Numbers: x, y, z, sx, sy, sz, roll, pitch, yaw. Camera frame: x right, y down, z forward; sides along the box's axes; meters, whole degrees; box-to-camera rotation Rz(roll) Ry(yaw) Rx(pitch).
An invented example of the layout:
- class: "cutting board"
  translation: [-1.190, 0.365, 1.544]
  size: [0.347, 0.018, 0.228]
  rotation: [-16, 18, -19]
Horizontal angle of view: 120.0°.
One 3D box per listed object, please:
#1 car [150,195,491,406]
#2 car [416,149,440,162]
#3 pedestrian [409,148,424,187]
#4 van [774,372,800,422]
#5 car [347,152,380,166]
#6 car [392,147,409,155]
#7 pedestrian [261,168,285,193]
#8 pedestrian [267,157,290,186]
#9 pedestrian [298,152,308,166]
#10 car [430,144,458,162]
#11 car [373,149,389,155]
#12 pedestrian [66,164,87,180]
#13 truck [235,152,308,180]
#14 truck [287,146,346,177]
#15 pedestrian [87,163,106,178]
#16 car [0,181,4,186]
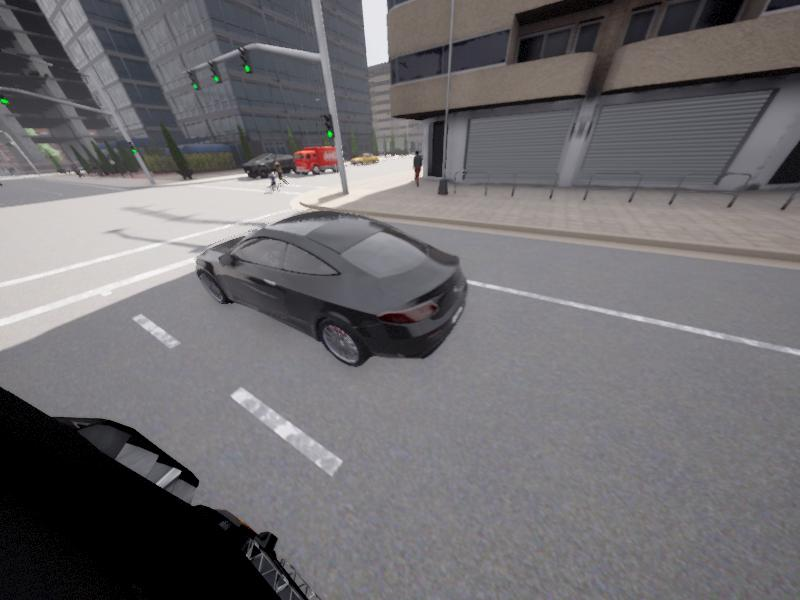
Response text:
- class: "car"
  translation: [-1.344, -0.568, 3.582]
  size: [4.674, 1.442, 1.812]
  rotation: [16, 38, 26]
- class: "car"
  translation: [4.747, -24.151, 38.491]
  size: [2.038, 1.542, 4.974]
  rotation: [16, 38, 26]
- class: "pedestrian"
  translation: [0.960, -7.601, 13.281]
  size: [0.751, 1.860, 0.751]
  rotation: [-3, 34, -1]
- class: "van"
  translation: [5.147, 1.071, 0.145]
  size: [4.442, 1.987, 1.775]
  rotation: [16, 38, 26]
- class: "car"
  translation: [-5.465, -21.710, 35.546]
  size: [1.801, 1.575, 5.366]
  rotation: [18, 39, 28]
- class: "car"
  translation: [0.119, -42.766, 66.491]
  size: [4.553, 1.767, 2.097]
  rotation: [17, 38, 27]
- class: "pedestrian"
  translation: [-8.240, -7.774, 15.016]
  size: [0.751, 1.300, 0.751]
  rotation: [15, 38, 25]
- class: "pedestrian"
  translation: [-9.183, -9.763, 17.571]
  size: [0.751, 1.860, 0.751]
  rotation: [8, 35, 16]
- class: "pedestrian"
  translation: [-15.694, -22.816, 37.368]
  size: [0.751, 1.860, 0.751]
  rotation: [11, 36, 20]
- class: "car"
  translation: [6.762, -22.525, 35.436]
  size: [2.150, 2.045, 5.566]
  rotation: [16, 38, 26]
- class: "car"
  translation: [-6.473, -51.412, 80.202]
  size: [5.366, 1.575, 1.801]
  rotation: [17, 38, 27]
- class: "pedestrian"
  translation: [-44.787, -17.757, 31.980]
  size: [0.751, 1.860, 0.751]
  rotation: [14, 37, 23]
- class: "truck"
  translation: [-13.390, -14.416, 24.709]
  size: [2.390, 2.098, 6.274]
  rotation: [17, 38, 27]
- class: "truck"
  translation: [-8.881, -15.136, 25.116]
  size: [2.627, 2.467, 5.204]
  rotation: [16, 38, 26]
- class: "pedestrian"
  translation: [-44.951, -19.240, 34.221]
  size: [0.751, 1.860, 0.751]
  rotation: [6, 35, 13]
- class: "car"
  translation: [-54.644, -15.796, 30.420]
  size: [4.892, 1.490, 1.837]
  rotation: [16, 38, 27]
